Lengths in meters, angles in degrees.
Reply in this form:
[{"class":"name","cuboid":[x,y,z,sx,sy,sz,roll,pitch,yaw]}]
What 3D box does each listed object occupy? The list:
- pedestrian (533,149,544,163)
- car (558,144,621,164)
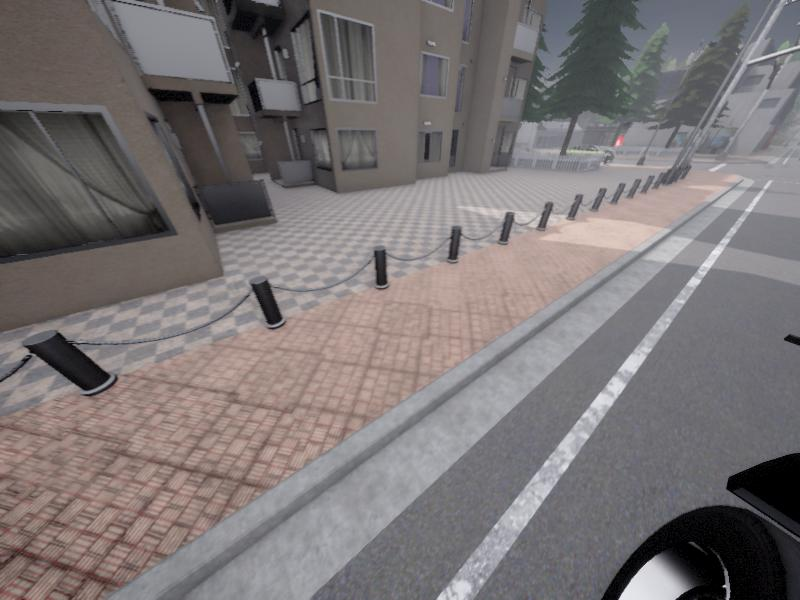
[{"class":"pedestrian","cuboid":[13.159,-13.681,21.972,0.500,1.100,0.500,-29,44,-34]},{"class":"car","cuboid":[20.025,-15.628,24.624,2.007,1.525,4.514,-24,41,-29]}]
